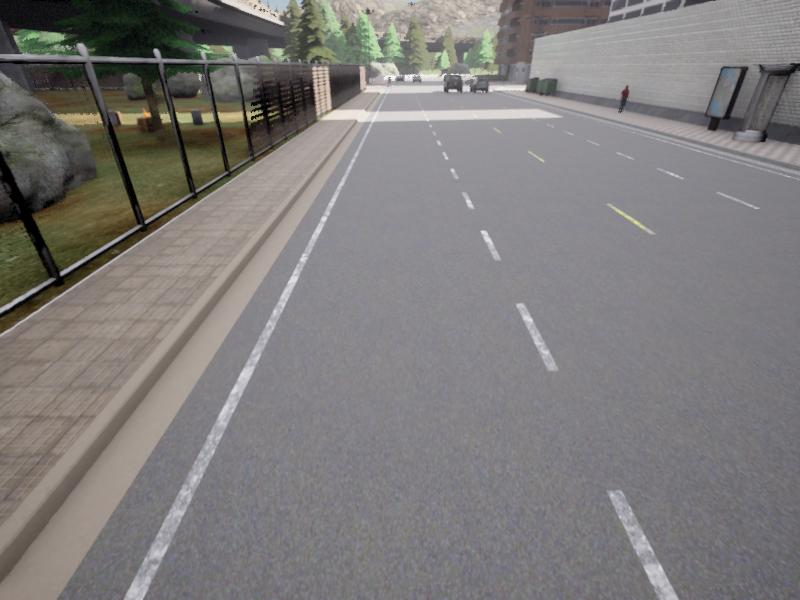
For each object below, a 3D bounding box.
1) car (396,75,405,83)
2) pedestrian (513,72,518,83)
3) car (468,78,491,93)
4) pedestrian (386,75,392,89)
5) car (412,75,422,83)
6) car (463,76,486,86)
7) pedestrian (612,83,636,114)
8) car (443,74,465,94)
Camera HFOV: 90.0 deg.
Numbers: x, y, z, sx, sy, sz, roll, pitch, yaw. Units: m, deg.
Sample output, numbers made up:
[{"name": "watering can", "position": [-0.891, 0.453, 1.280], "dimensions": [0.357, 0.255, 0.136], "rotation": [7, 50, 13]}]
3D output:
[{"name": "car", "position": [0.099, -47.336, 85.735], "dimensions": [1.895, 1.301, 4.718], "rotation": [0, 30, 0]}, {"name": "pedestrian", "position": [22.977, -44.173, 79.512], "dimensions": [0.751, 1.860, 0.751], "rotation": [7, 31, 12]}, {"name": "car", "position": [10.562, -28.584, 53.281], "dimensions": [2.033, 1.649, 4.856], "rotation": [0, 30, 0]}, {"name": "pedestrian", "position": [-1.705, -33.181, 60.992], "dimensions": [0.751, 1.860, 0.751], "rotation": [-3, 30, -5]}, {"name": "car", "position": [3.600, -46.788, 84.616], "dimensions": [1.816, 1.474, 4.193], "rotation": [0, 30, 0]}, {"name": "car", "position": [13.180, -38.693, 70.775], "dimensions": [3.705, 1.549, 1.789], "rotation": [0, 30, 0]}, {"name": "pedestrian", "position": [15.181, -13.641, 27.124], "dimensions": [0.751, 1.860, 0.751], "rotation": [2, 30, 3]}, {"name": "car", "position": [7.062, -28.795, 53.248], "dimensions": [2.150, 2.045, 5.566], "rotation": [0, 30, 0]}]
